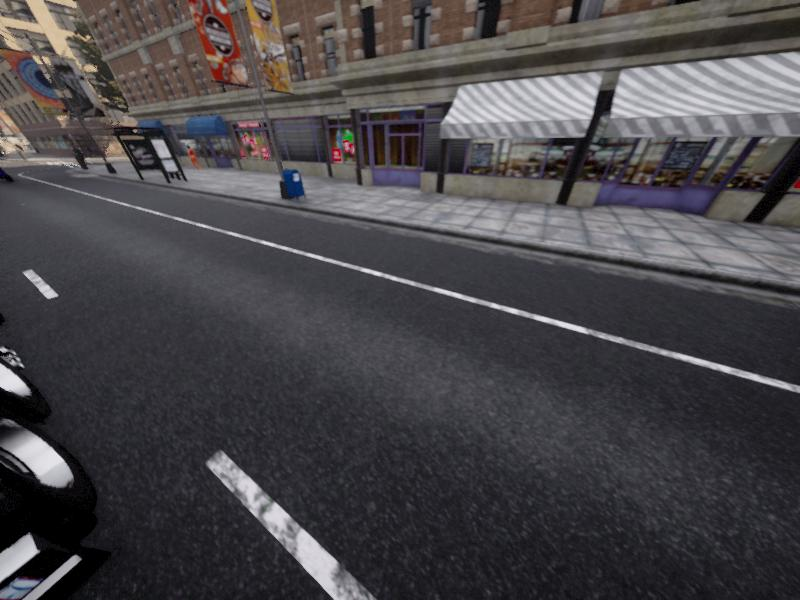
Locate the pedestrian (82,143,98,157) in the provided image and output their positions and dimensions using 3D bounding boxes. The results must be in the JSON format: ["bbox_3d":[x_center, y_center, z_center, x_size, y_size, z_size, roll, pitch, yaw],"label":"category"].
[{"bbox_3d":[-48.139,-23.262,35.870,0.751,1.860,0.751,27,43,34],"label":"pedestrian"}]

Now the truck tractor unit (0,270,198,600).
[{"bbox_3d":[-5.123,-0.288,0.765,6.516,4.208,3.053,18,39,24],"label":"truck tractor unit"}]

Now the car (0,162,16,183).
[{"bbox_3d":[-28.914,-8.966,15.829,4.193,1.474,1.816,18,39,24],"label":"car"}]
